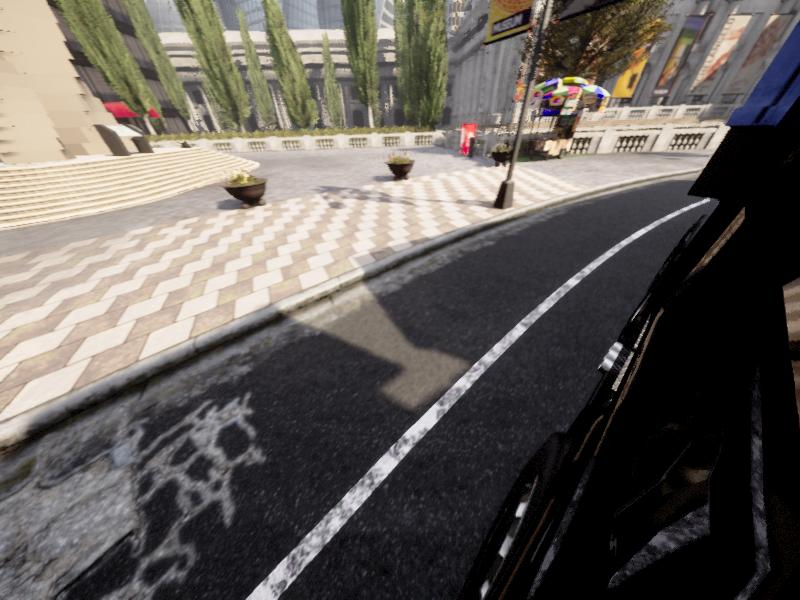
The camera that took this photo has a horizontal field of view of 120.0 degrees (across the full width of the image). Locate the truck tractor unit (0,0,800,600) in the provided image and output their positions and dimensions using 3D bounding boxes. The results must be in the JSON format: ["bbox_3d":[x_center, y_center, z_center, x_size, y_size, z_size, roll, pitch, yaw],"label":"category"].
[{"bbox_3d":[2.645,-0.295,0.351,6.516,4.208,3.053,-28,44,-30],"label":"truck tractor unit"}]

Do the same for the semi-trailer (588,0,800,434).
[{"bbox_3d":[9.349,-3.031,3.499,14.254,4.402,2.717,-20,40,-22],"label":"semi-trailer"}]
